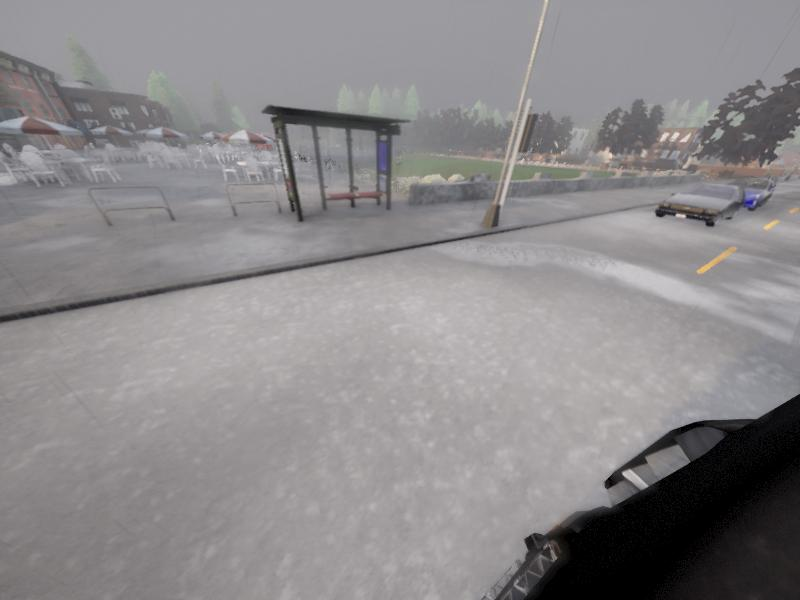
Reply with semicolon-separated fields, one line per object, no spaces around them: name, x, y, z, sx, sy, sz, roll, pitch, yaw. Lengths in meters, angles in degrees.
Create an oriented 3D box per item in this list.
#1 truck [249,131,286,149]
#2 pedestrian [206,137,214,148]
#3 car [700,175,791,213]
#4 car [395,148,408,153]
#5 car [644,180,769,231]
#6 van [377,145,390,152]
truck;-37.951;-46.000;66.568;8.468;3.827;2.891;-16;38;-26
pedestrian;-40.977;-33.978;49.907;0.751;1.860;0.751;-16;38;-26
car;20.426;-6.373;13.665;4.514;1.525;2.007;-16;38;-26
car;0.611;-58.629;90.568;4.514;1.525;2.007;-16;38;-26
car;13.661;-4.377;10.280;5.357;1.411;2.033;-16;38;-26
van;-6.088;-56.930;87.033;4.442;1.987;1.775;-16;38;-26
